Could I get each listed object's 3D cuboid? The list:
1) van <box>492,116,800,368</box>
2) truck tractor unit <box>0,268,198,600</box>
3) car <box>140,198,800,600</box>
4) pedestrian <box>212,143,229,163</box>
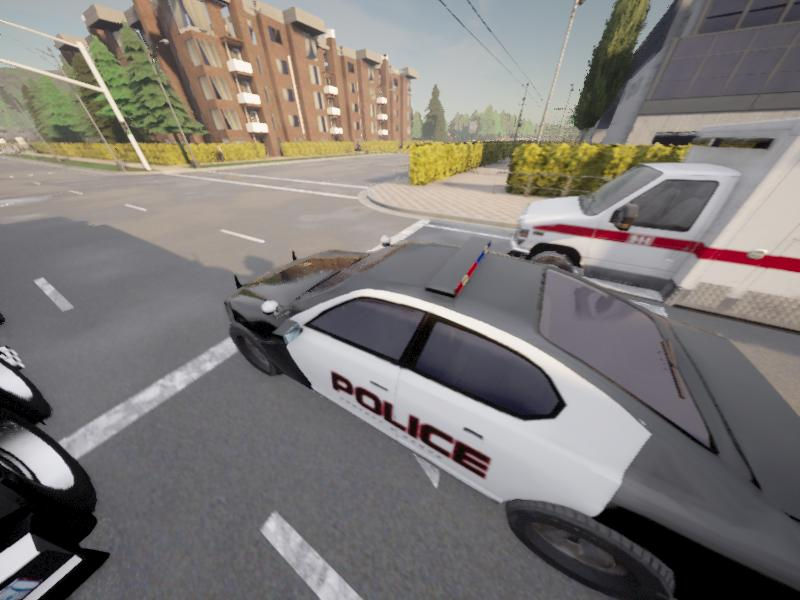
[{"bbox_3d":[5.050,-0.882,3.095,6.366,2.431,2.351,18,39,24],"label":"van"},{"bbox_3d":[-5.119,-0.294,0.766,6.516,4.208,3.053,18,39,24],"label":"truck tractor unit"},{"bbox_3d":[0.137,0.192,2.372,4.974,1.542,2.038,18,39,25],"label":"car"},{"bbox_3d":[-20.369,-16.733,26.244,0.751,1.860,0.751,19,39,25],"label":"pedestrian"}]
